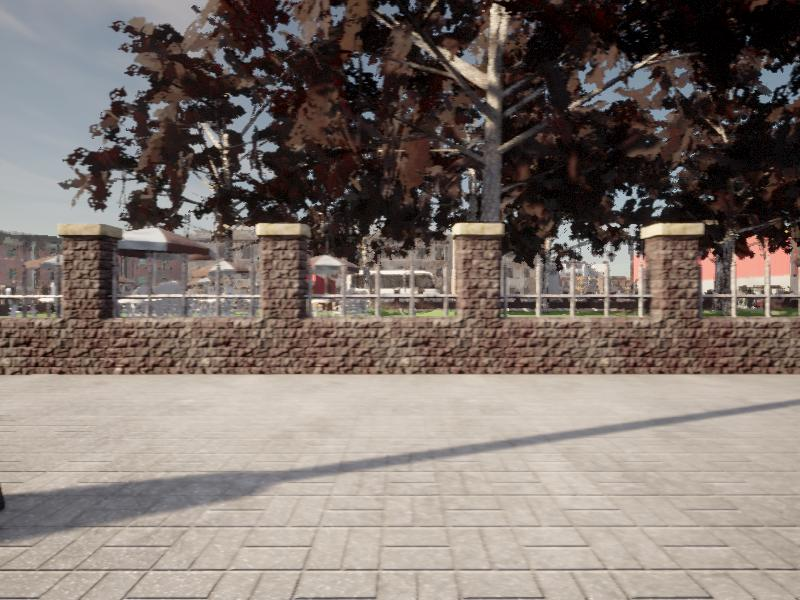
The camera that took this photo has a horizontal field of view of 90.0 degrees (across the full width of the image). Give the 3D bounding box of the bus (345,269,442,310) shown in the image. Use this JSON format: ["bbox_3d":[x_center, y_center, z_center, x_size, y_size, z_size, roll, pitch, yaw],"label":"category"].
[{"bbox_3d":[-0.678,-1.133,44.082,10.273,4.253,3.944,0,0,0],"label":"bus"}]

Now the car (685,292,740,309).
[{"bbox_3d":[34.308,0.038,44.019,4.605,1.855,1.932,0,0,0],"label":"car"}]

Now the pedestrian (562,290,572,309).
[{"bbox_3d":[16.495,-0.074,39.477,0.751,1.860,0.751,0,0,11],"label":"pedestrian"}]
